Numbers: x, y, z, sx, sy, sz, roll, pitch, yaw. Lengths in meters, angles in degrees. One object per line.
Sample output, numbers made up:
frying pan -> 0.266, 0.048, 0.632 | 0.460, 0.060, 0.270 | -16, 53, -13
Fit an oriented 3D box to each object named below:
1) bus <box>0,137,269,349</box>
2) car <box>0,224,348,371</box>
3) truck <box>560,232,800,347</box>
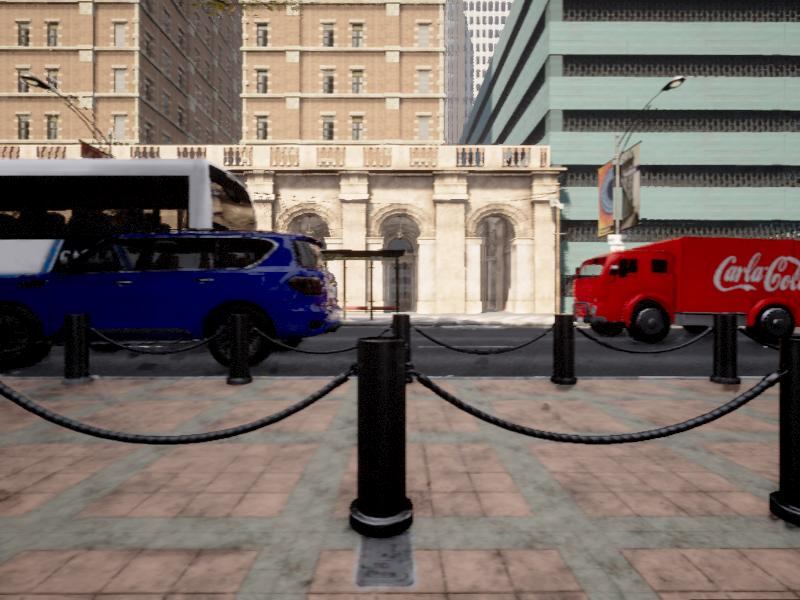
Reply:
bus -> -9.097, -1.139, 10.050 | 10.273, 4.253, 3.944 | 0, 0, 0
car -> -3.785, -0.033, 6.663 | 5.566, 2.045, 2.150 | 0, 0, 0
truck -> 7.205, -0.224, 10.141 | 5.204, 2.467, 2.627 | 1, 0, 0
